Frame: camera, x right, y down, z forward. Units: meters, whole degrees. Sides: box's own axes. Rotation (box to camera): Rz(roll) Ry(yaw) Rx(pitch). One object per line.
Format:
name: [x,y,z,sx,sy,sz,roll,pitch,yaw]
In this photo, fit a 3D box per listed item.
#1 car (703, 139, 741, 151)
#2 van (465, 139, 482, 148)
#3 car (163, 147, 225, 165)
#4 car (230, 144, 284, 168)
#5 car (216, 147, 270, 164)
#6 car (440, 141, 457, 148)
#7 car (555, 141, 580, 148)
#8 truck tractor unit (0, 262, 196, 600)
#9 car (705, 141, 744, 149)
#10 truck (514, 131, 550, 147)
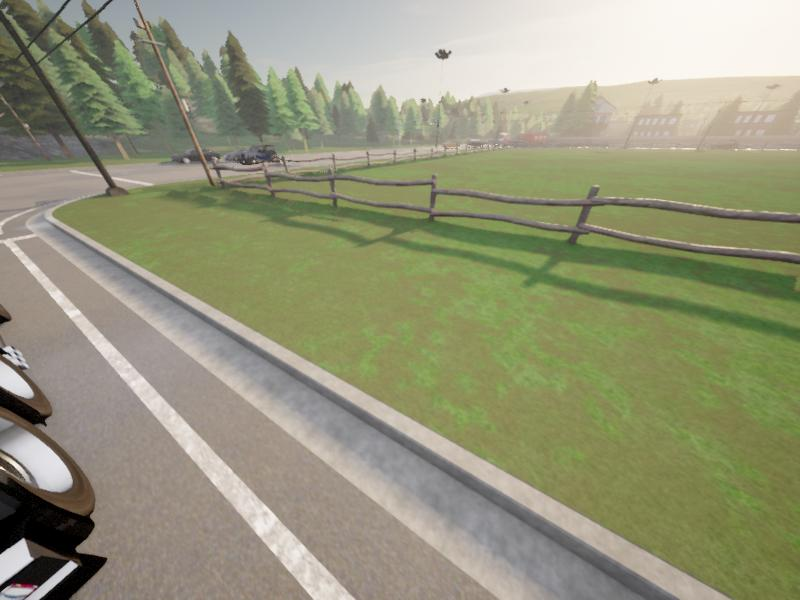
car: [67.429,-32.576,48.509,3.866,1.878,1.905,18,39,25]
van: [21.453,-45.574,67.309,4.480,2.038,2.069,-19,39,-25]
car: [-23.957,-16.942,27.111,1.837,1.490,4.892,18,39,25]
car: [-14.323,-14.661,23.428,1.905,1.878,3.866,19,39,25]
car: [-19.016,-17.816,28.310,2.128,1.511,4.902,19,39,25]
car: [14.795,-47.341,70.320,5.008,1.535,1.882,-25,42,-31]
car: [45.306,-42.162,62.594,5.238,1.638,1.930,18,39,25]
truck tractor unit: [-5.115,-0.294,0.795,6.516,4.208,3.053,18,39,25]
car: [76.202,-36.467,54.361,4.792,1.488,2.163,18,39,25]
truck: [40.425,-49.333,70.983,8.468,3.827,2.891,18,39,25]
